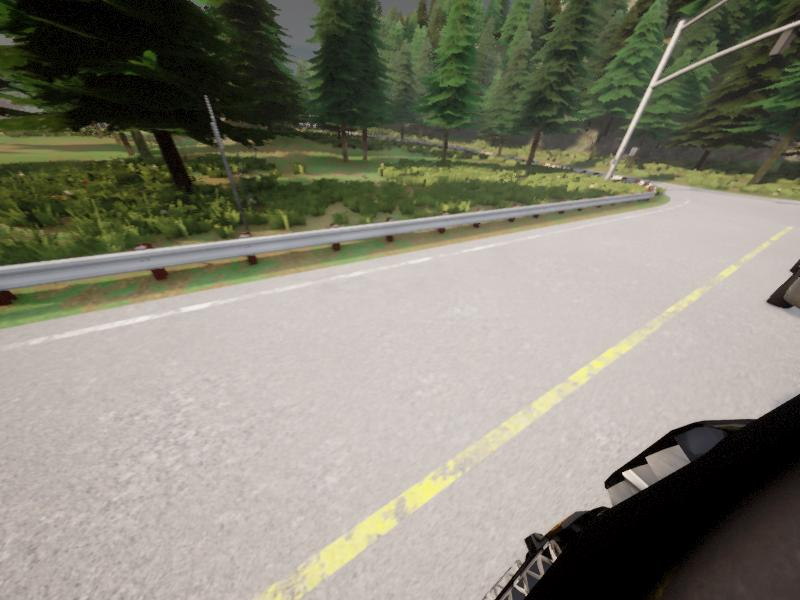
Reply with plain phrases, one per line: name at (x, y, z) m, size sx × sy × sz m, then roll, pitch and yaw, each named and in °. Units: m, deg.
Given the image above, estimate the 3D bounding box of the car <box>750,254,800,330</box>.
car at (8.529, -0.480, 3.646) m, size 4.611 × 1.667 × 2.242 m, roll -16°, pitch 38°, yaw -25°
